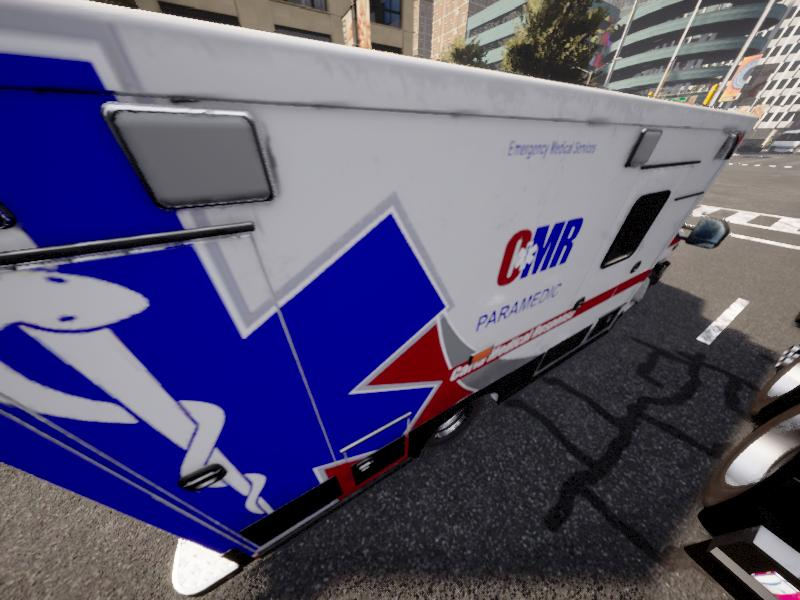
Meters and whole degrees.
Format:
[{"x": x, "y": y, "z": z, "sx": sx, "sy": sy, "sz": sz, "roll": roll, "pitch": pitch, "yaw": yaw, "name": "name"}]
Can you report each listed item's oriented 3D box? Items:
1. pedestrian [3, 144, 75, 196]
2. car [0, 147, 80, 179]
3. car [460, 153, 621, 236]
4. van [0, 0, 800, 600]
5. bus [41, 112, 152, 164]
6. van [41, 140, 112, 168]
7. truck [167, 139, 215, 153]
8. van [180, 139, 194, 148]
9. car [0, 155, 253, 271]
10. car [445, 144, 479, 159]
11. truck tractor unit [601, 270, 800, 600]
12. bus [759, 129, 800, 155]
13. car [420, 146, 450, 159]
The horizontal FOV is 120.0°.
[{"x": -15.563, "y": -5.647, "z": 10.051, "sx": 0.751, "sy": 1.860, "sz": 0.751, "roll": -24, "pitch": 42, "yaw": -31, "name": "pedestrian"}, {"x": -27.235, "y": -10.363, "z": 17.235, "sx": 1.930, "sy": 1.638, "sz": 5.238, "roll": -18, "pitch": 39, "yaw": -24, "name": "car"}, {"x": 4.611, "y": -3.752, "z": 7.773, "sx": 4.605, "sy": 1.855, "sz": 1.932, "roll": -17, "pitch": 39, "yaw": -23, "name": "car"}, {"x": 1.133, "y": -0.594, "z": 2.735, "sx": 6.366, "sy": 2.431, "sz": 2.351, "roll": -18, "pitch": 39, "yaw": -24, "name": "van"}, {"x": -35.214, "y": -19.377, "z": 27.832, "sx": 3.944, "sy": 4.253, "sz": 10.273, "roll": -18, "pitch": 39, "yaw": -24, "name": "bus"}, {"x": -30.829, "y": -14.162, "z": 22.314, "sx": 2.069, "sy": 2.038, "sz": 4.480, "roll": -18, "pitch": 39, "yaw": -24, "name": "van"}, {"x": -39.196, "y": -29.025, "z": 43.539, "sx": 6.274, "sy": 2.098, "sz": 2.390, "roll": 0, "pitch": 35, "yaw": 0, "name": "truck"}, {"x": -61.586, "y": -45.332, "z": 66.880, "sx": 1.775, "sy": 1.987, "sz": 4.442, "roll": -18, "pitch": 39, "yaw": -24, "name": "van"}, {"x": -6.691, "y": -2.484, "z": 5.871, "sx": 4.605, "sy": 1.855, "sz": 1.932, "roll": -17, "pitch": 39, "yaw": -24, "name": "car"}, {"x": 8.975, "y": -21.770, "z": 33.863, "sx": 2.242, "sy": 1.667, "sz": 4.611, "roll": -17, "pitch": 39, "yaw": -24, "name": "car"}, {"x": 5.117, "y": -0.295, "z": 0.763, "sx": 6.516, "sy": 4.208, "sz": 3.053, "roll": -18, "pitch": 39, "yaw": -24, "name": "truck tractor unit"}, {"x": 82.376, "y": -32.297, "z": 47.270, "sx": 3.944, "sy": 4.253, "sz": 10.273, "roll": 13, "pitch": 37, "yaw": 17, "name": "bus"}, {"x": 5.042, "y": -21.653, "z": 33.863, "sx": 1.812, "sy": 1.442, "sz": 4.674, "roll": -18, "pitch": 39, "yaw": -24, "name": "car"}]
